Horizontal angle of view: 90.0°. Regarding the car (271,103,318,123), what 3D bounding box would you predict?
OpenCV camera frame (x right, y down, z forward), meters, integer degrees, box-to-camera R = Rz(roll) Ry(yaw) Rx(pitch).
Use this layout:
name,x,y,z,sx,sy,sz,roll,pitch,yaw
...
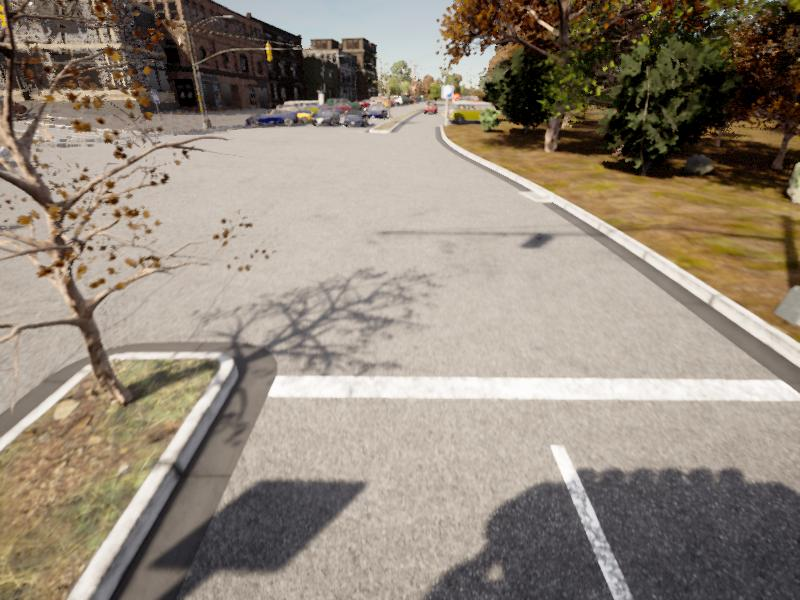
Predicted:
name,x,y,z,sx,sy,sz,roll,pitch,yaw
car,-11.222,-19.869,42.512,4.553,1.767,2.185,-8,28,-13

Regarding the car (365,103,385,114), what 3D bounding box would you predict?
name,x,y,z,sx,sy,sz,roll,pitch,yaw
car,-3.803,-29.752,61.973,2.033,1.411,5.357,4,28,7

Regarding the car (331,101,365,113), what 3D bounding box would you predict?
name,x,y,z,sx,sy,sz,roll,pitch,yaw
car,-8.312,-30.796,63.883,5.008,1.535,2.097,-6,27,-10

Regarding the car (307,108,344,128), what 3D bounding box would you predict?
name,x,y,z,sx,sy,sz,roll,pitch,yaw
car,-6.901,-17.139,37.526,2.128,1.511,4.902,2,27,4

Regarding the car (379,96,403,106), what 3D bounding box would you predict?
name,x,y,z,sx,sy,sz,roll,pitch,yaw
car,-2.146,-47.419,95.413,5.566,2.045,2.435,-5,28,-8

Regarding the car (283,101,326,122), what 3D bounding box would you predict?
name,x,y,z,sx,sy,sz,roll,pitch,yaw
car,-10.783,-21.360,45.168,4.442,1.987,1.878,-7,28,-12

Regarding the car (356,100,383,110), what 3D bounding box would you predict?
name,x,y,z,sx,sy,sz,roll,pitch,yaw
car,-5.914,-37.655,77.125,4.892,1.521,2.231,-6,28,-9

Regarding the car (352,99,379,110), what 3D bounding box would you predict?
name,x,y,z,sx,sy,sz,roll,pitch,yaw
car,-6.412,-36.397,74.422,4.553,1.767,2.185,-6,28,-9

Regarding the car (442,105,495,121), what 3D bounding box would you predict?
name,x,y,z,sx,sy,sz,roll,pitch,yaw
car,7.663,-21.053,45.033,5.366,1.575,1.946,-6,28,-13

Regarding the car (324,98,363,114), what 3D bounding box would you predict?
name,x,y,z,sx,sy,sz,roll,pitch,yaw
car,-8.706,-29.648,61.118,5.566,2.045,2.435,-7,28,-11

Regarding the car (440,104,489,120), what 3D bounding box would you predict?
name,x,y,z,sx,sy,sz,roll,pitch,yaw
car,7.619,-22.370,47.562,5.366,1.575,1.946,-6,28,-12

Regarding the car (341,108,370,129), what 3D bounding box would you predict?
name,x,y,z,sx,sy,sz,roll,pitch,yaw
car,-3.970,-16.643,36.601,1.816,1.474,4.193,2,27,4

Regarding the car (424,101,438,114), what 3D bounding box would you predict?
name,x,y,z,sx,sy,sz,roll,pitch,yaw
car,4.735,-29.013,60.315,1.851,1.617,3.988,3,28,7

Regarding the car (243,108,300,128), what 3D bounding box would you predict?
name,x,y,z,sx,sy,sz,roll,pitch,yaw
car,-11.907,-16.990,37.302,4.792,1.488,2.163,-8,28,-13

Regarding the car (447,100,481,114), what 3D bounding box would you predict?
name,x,y,z,sx,sy,sz,roll,pitch,yaw
car,9.660,-29.266,60.593,4.553,1.767,2.185,-5,28,-11

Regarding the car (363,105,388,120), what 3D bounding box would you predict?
name,x,y,z,sx,sy,sz,roll,pitch,yaw
car,-2.789,-22.292,47.490,2.163,1.488,4.792,3,28,6

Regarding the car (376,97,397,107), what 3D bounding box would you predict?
name,x,y,z,sx,sy,sz,roll,pitch,yaw
car,-3.115,-44.693,90.206,4.442,1.987,1.878,-5,27,-8

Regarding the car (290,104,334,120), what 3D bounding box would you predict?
name,x,y,z,sx,sy,sz,roll,pitch,yaw
car,-10.582,-22.524,47.913,4.892,1.521,2.231,-7,28,-12

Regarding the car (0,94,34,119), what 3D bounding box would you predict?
name,x,y,z,sx,sy,sz,roll,pitch,yaw
car,-28.542,-13.837,28.482,2.002,1.452,4.674,-4,27,-20

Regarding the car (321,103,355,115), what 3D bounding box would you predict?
name,x,y,z,sx,sy,sz,roll,pitch,yaw
car,-9.130,-28.005,58.580,4.674,1.452,2.002,-7,28,-11

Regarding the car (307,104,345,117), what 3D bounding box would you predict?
name,x,y,z,sx,sy,sz,roll,pitch,yaw
car,-9.892,-25.250,53.262,4.674,1.452,2.002,-7,28,-11

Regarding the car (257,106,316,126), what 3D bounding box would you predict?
name,x,y,z,sx,sy,sz,roll,pitch,yaw
car,-11.289,-18.405,39.945,5.366,1.575,1.946,-8,28,-13

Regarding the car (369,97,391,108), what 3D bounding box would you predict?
name,x,y,z,sx,sy,sz,roll,pitch,yaw
car,-4.216,-41.966,84.947,4.442,1.987,1.878,-5,27,-8

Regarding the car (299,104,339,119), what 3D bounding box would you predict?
name,x,y,z,sx,sy,sz,roll,pitch,yaw
car,-10.237,-23.869,50.593,4.674,1.452,2.002,-7,28,-12

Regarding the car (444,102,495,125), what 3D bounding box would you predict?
name,x,y,z,sx,sy,sz,roll,pitch,yaw
car,6.797,-18.505,39.628,4.442,1.987,1.878,-6,29,-13

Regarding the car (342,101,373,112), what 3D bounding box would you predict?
name,x,y,z,sx,sy,sz,roll,pitch,yaw
car,-7.401,-33.542,69.182,5.008,1.535,2.097,-6,28,-10

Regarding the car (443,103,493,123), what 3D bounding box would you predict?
name,x,y,z,sx,sy,sz,roll,pitch,yaw
car,7.154,-19.784,42.314,4.553,1.767,2.185,-6,28,-13
